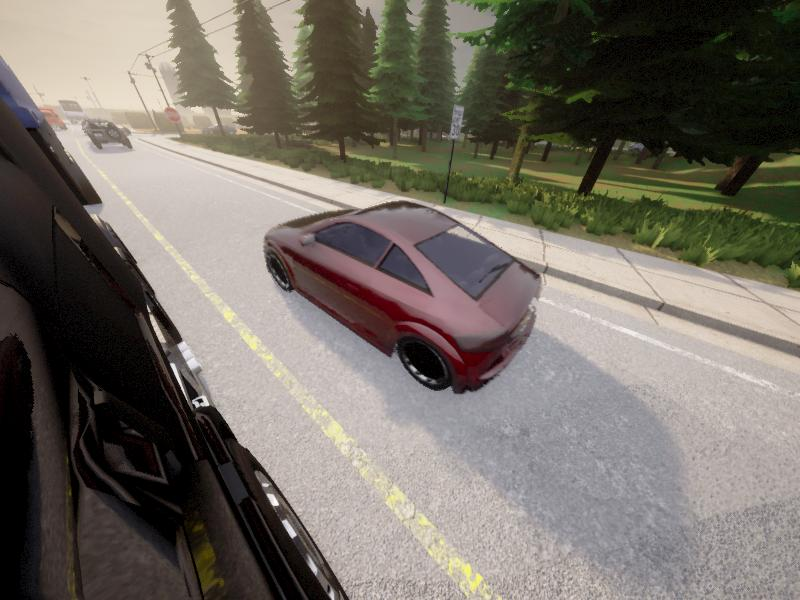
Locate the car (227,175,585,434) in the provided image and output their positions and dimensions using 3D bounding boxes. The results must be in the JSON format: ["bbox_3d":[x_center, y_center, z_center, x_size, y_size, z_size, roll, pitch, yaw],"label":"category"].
[{"bbox_3d":[-0.256,-0.632,3.327,4.181,1.385,1.994,28,43,29],"label":"car"}]

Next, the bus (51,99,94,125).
[{"bbox_3d":[-76.138,-43.784,53.843,10.273,4.253,3.944,29,44,31],"label":"bus"}]

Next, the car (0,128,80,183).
[{"bbox_3d":[-15.970,-6.293,9.808,4.902,1.511,2.128,28,44,30],"label":"car"}]

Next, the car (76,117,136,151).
[{"bbox_3d":[-22.795,-12.915,17.900,4.605,1.855,1.932,29,44,31],"label":"car"}]

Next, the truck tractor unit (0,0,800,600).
[{"bbox_3d":[-2.645,-0.295,0.351,6.516,4.208,3.053,28,44,30],"label":"truck tractor unit"}]

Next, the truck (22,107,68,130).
[{"bbox_3d":[-50.429,-25.863,33.001,5.204,2.467,2.627,29,44,31],"label":"truck"}]

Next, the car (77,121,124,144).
[{"bbox_3d":[-27.665,-15.535,21.391,4.514,1.525,2.007,31,45,33],"label":"car"}]

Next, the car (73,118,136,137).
[{"bbox_3d":[-35.614,-20.885,28.011,3.988,1.617,1.851,-8,38,-14],"label":"car"}]

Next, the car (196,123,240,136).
[{"bbox_3d":[-29.452,-27.667,37.570,2.128,1.511,4.902,27,43,29],"label":"car"}]

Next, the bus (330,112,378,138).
[{"bbox_3d":[-10.068,-39.343,52.102,3.944,4.253,10.273,27,43,29],"label":"bus"}]

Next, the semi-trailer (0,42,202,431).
[{"bbox_3d":[-8.703,-3.602,4.222,14.254,4.402,2.717,28,44,30],"label":"semi-trailer"}]
